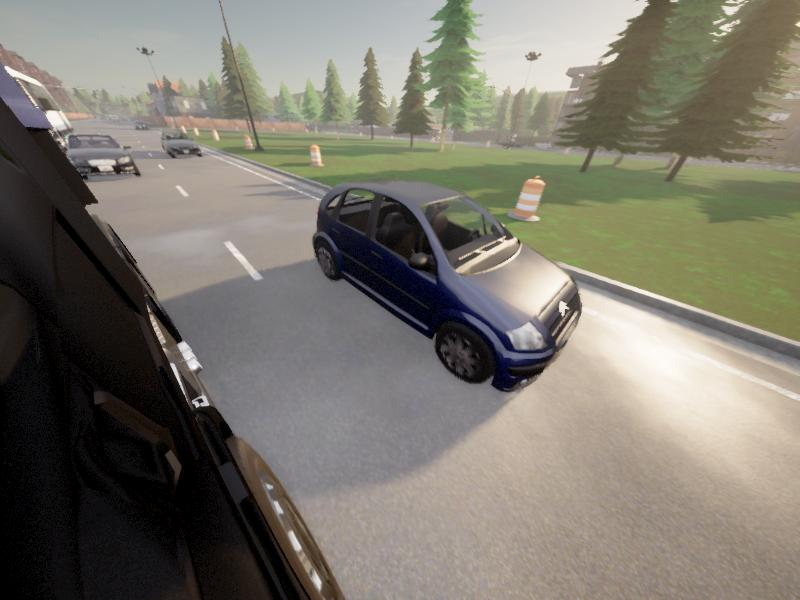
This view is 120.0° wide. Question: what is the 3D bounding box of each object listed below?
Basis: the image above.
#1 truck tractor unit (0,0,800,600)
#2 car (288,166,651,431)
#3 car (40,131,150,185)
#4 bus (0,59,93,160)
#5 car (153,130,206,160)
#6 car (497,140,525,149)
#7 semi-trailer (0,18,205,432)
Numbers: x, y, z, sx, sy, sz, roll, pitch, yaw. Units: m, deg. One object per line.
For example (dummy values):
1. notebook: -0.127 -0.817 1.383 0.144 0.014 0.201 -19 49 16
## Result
1. truck tractor unit: -2.645 -0.295 0.351 6.516 4.208 3.053 28 44 30
2. car: 0.354 -0.701 3.310 1.851 1.617 3.988 -28 46 -35
3. car: -13.353 -6.509 10.355 2.128 1.511 4.902 -29 47 -36
4. bus: -24.508 -12.075 14.846 3.944 4.253 10.273 -28 47 -35
5. car: -15.637 -11.028 16.358 1.816 1.474 4.193 -29 47 -35
6. car: 23.124 -32.505 48.203 1.895 1.301 4.718 -28 46 -35
7. semi-trailer: -8.888 -3.454 4.054 14.254 4.402 2.717 26 42 28
